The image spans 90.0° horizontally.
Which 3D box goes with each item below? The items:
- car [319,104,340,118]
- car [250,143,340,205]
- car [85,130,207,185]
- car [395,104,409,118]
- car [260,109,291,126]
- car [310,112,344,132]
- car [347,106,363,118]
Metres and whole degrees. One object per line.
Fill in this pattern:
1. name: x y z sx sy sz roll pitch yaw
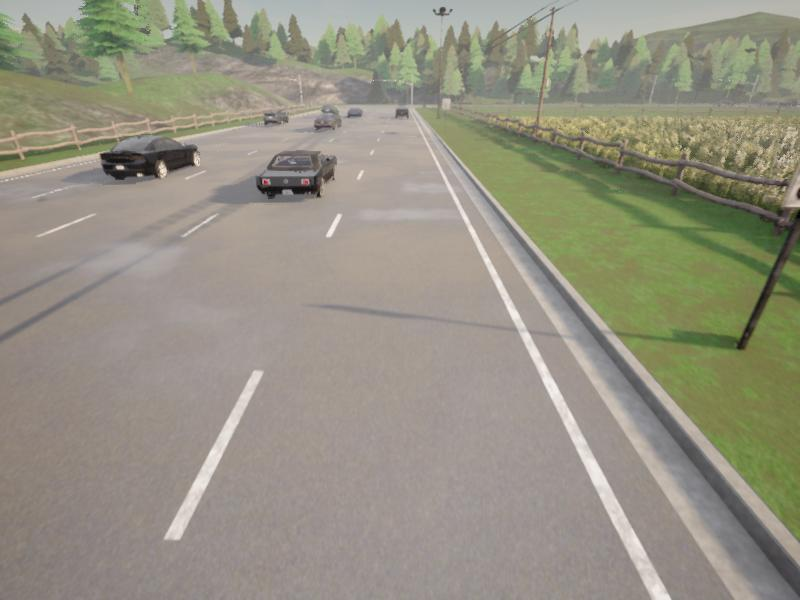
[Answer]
1. car: -10.197 -27.504 58.157 2.097 1.767 4.553 0 27 0
2. car: -3.437 -4.590 14.141 1.895 1.301 4.718 0 27 0
3. car: -10.421 -6.202 17.034 1.882 1.535 5.008 0 27 0
4. car: 0.310 -28.061 59.369 1.930 1.638 5.238 0 27 0
5. car: -13.772 -20.297 44.455 2.007 1.525 4.514 0 27 0
6. car: -6.930 -17.249 38.651 2.033 1.411 5.357 1 27 3
7. car: -6.689 -28.233 60.028 1.994 1.385 4.181 0 27 0
